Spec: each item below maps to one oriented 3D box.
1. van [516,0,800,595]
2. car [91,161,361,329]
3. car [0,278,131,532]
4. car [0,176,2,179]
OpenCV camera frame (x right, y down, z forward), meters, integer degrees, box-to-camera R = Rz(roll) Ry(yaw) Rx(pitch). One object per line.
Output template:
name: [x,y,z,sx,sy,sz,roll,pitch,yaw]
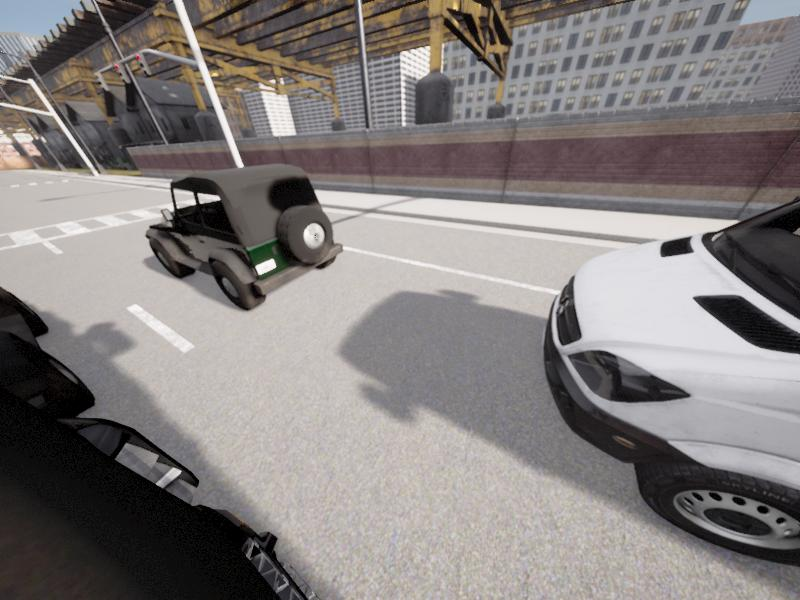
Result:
van: [3.949,0.445,0.571,5.915,2.561,1.988,17,39,26]
car: [-2.955,-1.342,4.206,3.866,1.878,1.905,17,39,26]
car: [-4.610,0.477,1.714,3.866,1.878,1.905,17,39,26]
car: [-55.991,-16.986,30.771,5.027,1.651,2.152,17,39,25]
